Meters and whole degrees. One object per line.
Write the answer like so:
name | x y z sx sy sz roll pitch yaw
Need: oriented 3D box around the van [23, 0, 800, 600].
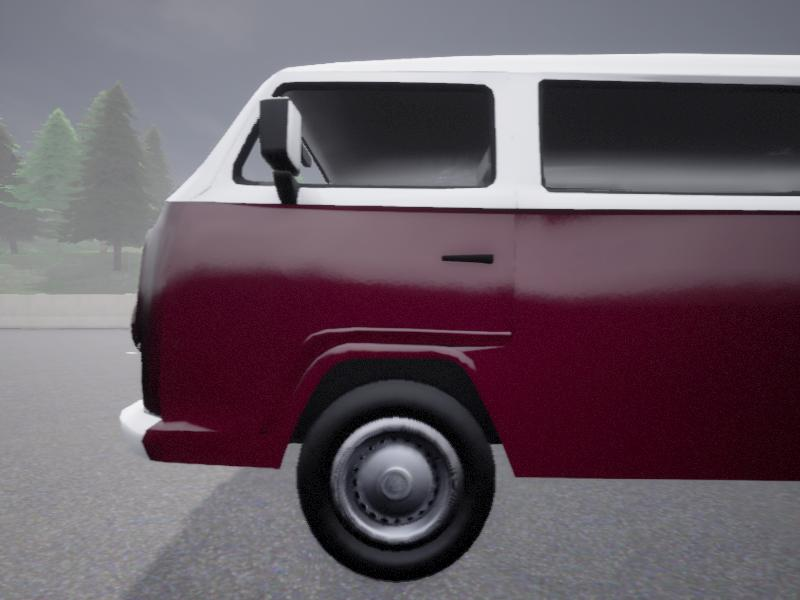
van | 1.158 -0.023 2.200 4.480 2.038 2.069 1 0 0

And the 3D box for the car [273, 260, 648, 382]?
car | 0.759 0.245 6.179 4.892 1.490 1.837 0 0 9
